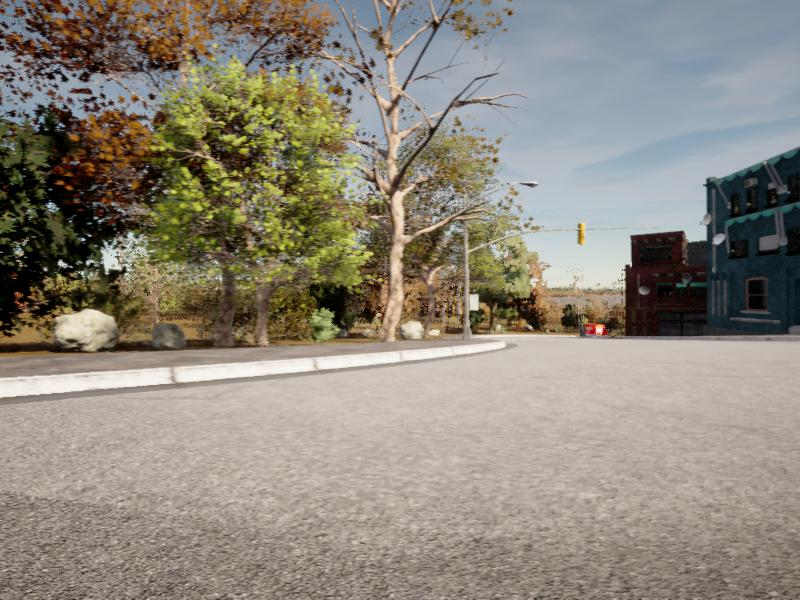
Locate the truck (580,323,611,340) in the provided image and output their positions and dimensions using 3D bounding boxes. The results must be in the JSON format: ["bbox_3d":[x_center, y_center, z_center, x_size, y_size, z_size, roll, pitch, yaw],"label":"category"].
[{"bbox_3d":[32.581,5.303,66.728,5.204,2.467,2.627,6,-4,-39],"label":"truck"}]
